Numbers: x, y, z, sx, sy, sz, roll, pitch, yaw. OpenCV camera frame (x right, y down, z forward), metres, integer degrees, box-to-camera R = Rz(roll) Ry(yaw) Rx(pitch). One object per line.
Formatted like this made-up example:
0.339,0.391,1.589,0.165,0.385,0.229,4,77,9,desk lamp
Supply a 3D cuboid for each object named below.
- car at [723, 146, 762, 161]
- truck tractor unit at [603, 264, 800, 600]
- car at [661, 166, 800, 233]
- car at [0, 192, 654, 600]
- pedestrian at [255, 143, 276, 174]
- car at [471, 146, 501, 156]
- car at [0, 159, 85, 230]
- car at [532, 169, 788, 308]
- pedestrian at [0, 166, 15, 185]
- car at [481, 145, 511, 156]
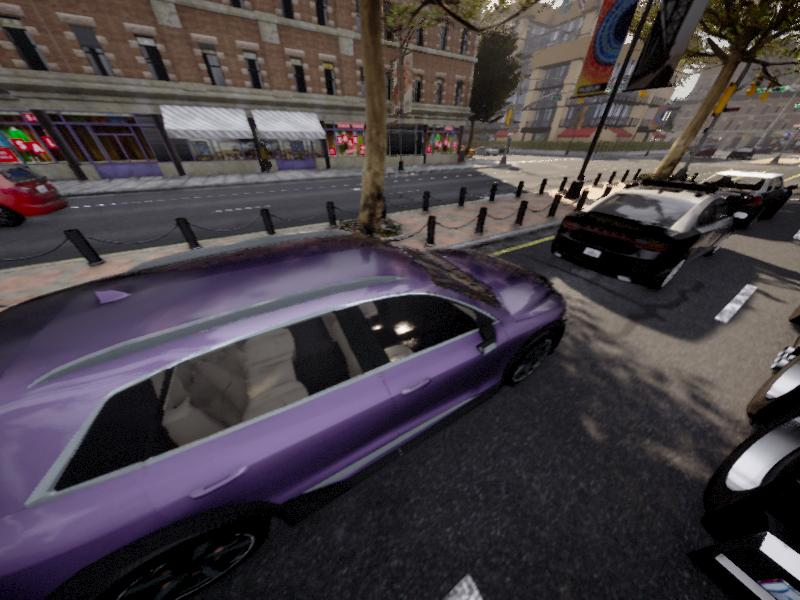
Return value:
50.426,-21.622,33.984,5.238,1.638,1.930,-18,39,-24,car
5.115,-0.292,0.800,6.516,4.208,3.053,-18,39,-24,truck tractor unit
11.633,-3.612,7.983,3.806,1.475,1.970,-16,38,-22,car
-0.382,0.244,2.227,4.856,1.649,2.033,-18,39,-24,car
-9.624,-10.144,16.570,0.751,1.860,0.751,-17,39,-23,pedestrian
14.770,-25.791,40.022,1.895,1.301,4.718,-18,39,-25,car
-13.708,-3.011,6.770,4.611,1.667,2.242,-18,39,-24,car
5.723,-1.754,5.128,5.238,1.638,1.930,-18,39,-24,car
-21.867,-7.073,12.072,0.751,1.860,0.751,-18,39,-24,pedestrian
17.344,-27.288,42.019,1.837,1.490,4.892,-18,39,-24,car
